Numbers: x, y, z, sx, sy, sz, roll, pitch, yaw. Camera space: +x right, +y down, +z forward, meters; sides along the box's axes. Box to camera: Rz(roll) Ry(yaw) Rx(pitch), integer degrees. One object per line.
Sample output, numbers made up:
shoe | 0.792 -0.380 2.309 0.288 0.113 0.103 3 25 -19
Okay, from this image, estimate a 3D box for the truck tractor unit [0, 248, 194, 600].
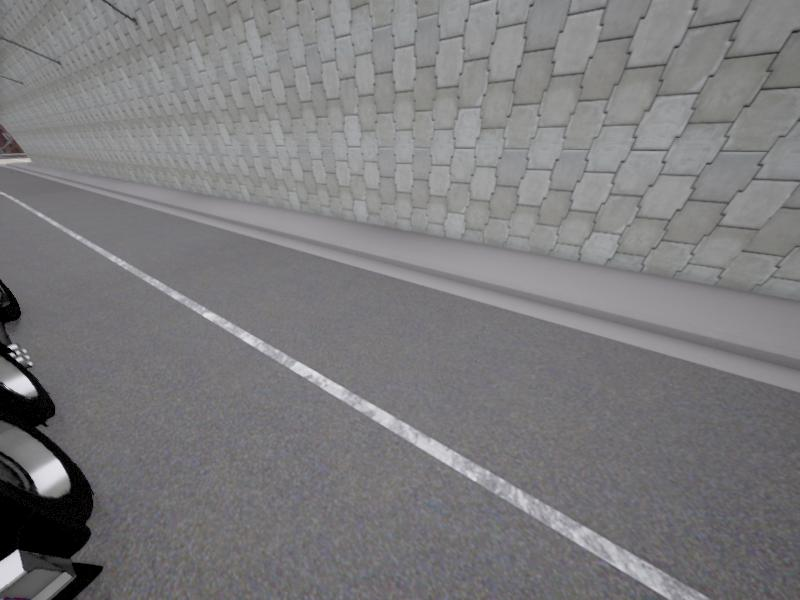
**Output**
truck tractor unit | -5.081 -0.331 0.814 6.516 4.208 3.053 20 39 25
